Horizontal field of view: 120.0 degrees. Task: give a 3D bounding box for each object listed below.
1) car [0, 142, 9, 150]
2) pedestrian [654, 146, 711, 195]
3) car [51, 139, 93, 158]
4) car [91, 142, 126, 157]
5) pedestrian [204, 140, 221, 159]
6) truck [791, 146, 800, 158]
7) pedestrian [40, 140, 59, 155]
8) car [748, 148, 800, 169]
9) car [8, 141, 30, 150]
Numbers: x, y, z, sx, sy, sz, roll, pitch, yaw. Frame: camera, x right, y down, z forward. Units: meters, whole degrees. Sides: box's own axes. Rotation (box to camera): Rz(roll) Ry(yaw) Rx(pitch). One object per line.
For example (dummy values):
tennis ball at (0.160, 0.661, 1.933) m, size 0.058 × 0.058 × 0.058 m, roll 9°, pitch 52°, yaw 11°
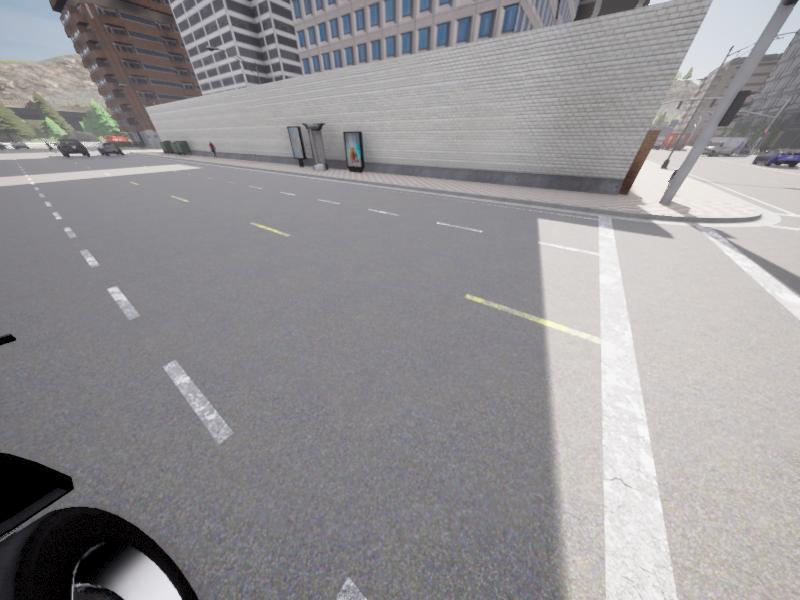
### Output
car at (-86.938, -33.138, 49.690) m, size 4.718 × 1.301 × 1.895 m, roll 29°, pitch 44°, yaw 34°
pedestrian at (12.915, -5.973, 10.652) m, size 0.751 × 1.860 × 0.751 m, roll 19°, pitch 39°, yaw 24°
car at (-45.186, -20.915, 31.783) m, size 5.566 × 2.045 × 2.150 m, roll 22°, pitch 41°, yaw 28°
car at (-43.115, -22.369, 34.210) m, size 4.856 × 1.649 × 2.033 m, roll 22°, pitch 41°, yaw 28°
pedestrian at (-21.795, -17.534, 26.902) m, size 0.751 × 1.860 × 0.751 m, roll 25°, pitch 42°, yaw 30°
truck at (63.970, -21.965, 32.200) m, size 8.468 × 3.827 × 2.891 m, roll 21°, pitch 40°, yaw 27°
pedestrian at (-53.694, -23.333, 35.410) m, size 0.751 × 1.860 × 0.751 m, roll 24°, pitch 42°, yaw 30°
car at (38.391, -14.468, 23.440) m, size 2.007 × 1.525 × 4.514 m, roll 23°, pitch 41°, yaw 29°
car at (-82.127, -33.331, 49.826) m, size 4.193 × 1.474 × 1.816 m, roll 25°, pitch 42°, yaw 31°
